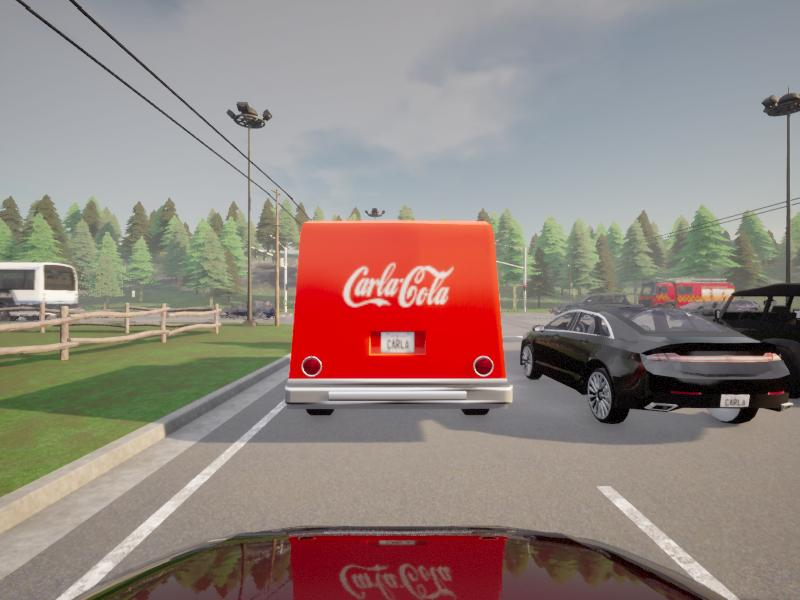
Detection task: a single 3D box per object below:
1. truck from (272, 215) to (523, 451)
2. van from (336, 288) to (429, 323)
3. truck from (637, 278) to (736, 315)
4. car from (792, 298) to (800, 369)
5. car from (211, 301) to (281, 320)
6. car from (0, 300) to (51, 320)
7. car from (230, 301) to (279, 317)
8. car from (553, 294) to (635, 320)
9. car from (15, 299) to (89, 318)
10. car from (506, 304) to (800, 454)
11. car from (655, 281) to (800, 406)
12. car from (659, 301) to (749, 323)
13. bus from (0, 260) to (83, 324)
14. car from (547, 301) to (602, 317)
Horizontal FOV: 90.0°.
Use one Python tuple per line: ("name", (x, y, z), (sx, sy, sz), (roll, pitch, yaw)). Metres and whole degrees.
("truck", (-0.037, 0.354, 6.792), (2.627, 2.467, 5.204), (0, 0, 0))
("van", (-1.212, 0.378, 28.781), (6.366, 2.431, 2.351), (0, 0, 0))
("truck", (30.435, -0.321, 42.748), (8.468, 3.827, 2.891), (0, 0, 0))
("car", (10.472, 0.781, 7.069), (2.152, 1.651, 5.027), (0, 0, 0))
("car", (-12.353, 0.851, 32.294), (4.792, 1.488, 2.163), (0, 0, 0))
("car", (-31.665, 0.801, 32.317), (5.366, 1.575, 1.801), (0, 0, 0))
("car", (-14.261, 0.854, 39.296), (4.193, 1.474, 1.816), (0, 0, 0))
("car", (15.573, 0.567, 32.261), (5.566, 2.045, 2.150), (0, 0, 0))
("car", (-31.036, 0.777, 35.819), (4.856, 1.649, 2.033), (0, 0, 0))
("car", (3.464, 0.836, 6.582), (2.128, 1.511, 4.902), (0, 0, 0))
("car", (6.960, 0.646, 7.491), (1.905, 1.878, 3.866), (0, 0, 0))
("car", (21.729, 0.851, 28.753), (4.792, 1.488, 2.163), (0, 0, 0))
("bus", (-29.411, -0.534, 28.693), (10.273, 4.253, 3.944), (0, 0, 0))
("car", (17.068, 0.829, 39.258), (4.514, 1.525, 2.007), (0, 0, 0))
